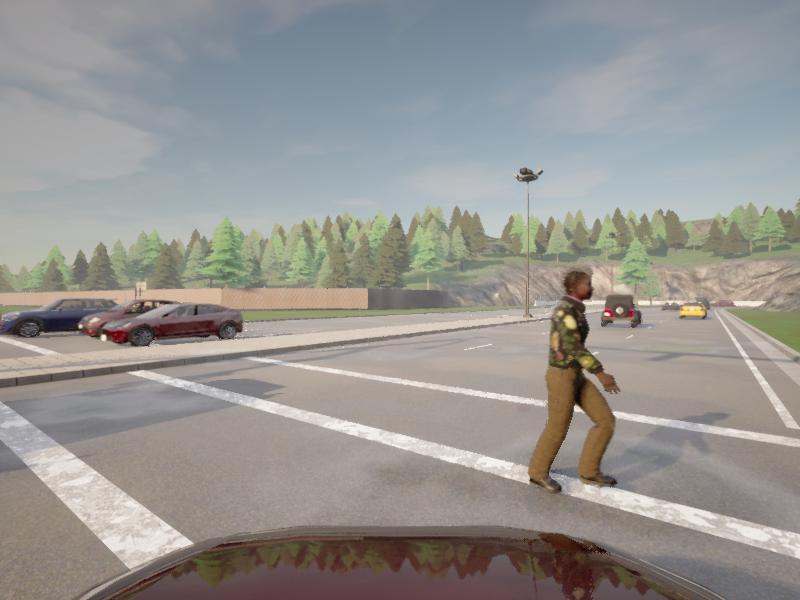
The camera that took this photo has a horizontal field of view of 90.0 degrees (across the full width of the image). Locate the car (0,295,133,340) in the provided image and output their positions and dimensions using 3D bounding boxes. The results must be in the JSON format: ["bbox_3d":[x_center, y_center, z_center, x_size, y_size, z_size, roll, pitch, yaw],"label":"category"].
[{"bbox_3d":[-15.071,0.694,18.114,2.097,1.767,4.553,0,0,39],"label":"car"}]

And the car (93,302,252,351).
[{"bbox_3d":[-8.384,0.851,15.184,2.163,1.488,4.792,0,0,38],"label":"car"}]

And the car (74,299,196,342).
[{"bbox_3d":[-11.255,0.788,17.196,1.851,1.617,3.988,0,0,38],"label":"car"}]

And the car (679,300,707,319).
[{"bbox_3d":[25.967,0.802,35.391,1.801,1.575,5.366,0,0,38],"label":"car"}]

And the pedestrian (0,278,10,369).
[{"bbox_3d":[-8.675,0.485,8.338,0.751,1.860,0.751,0,0,43],"label":"pedestrian"}]

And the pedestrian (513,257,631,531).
[{"bbox_3d":[1.406,0.637,3.231,0.751,1.860,0.751,0,0,34],"label":"pedestrian"}]

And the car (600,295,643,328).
[{"bbox_3d":[13.629,0.646,24.556,1.905,1.878,3.866,0,0,35],"label":"car"}]
